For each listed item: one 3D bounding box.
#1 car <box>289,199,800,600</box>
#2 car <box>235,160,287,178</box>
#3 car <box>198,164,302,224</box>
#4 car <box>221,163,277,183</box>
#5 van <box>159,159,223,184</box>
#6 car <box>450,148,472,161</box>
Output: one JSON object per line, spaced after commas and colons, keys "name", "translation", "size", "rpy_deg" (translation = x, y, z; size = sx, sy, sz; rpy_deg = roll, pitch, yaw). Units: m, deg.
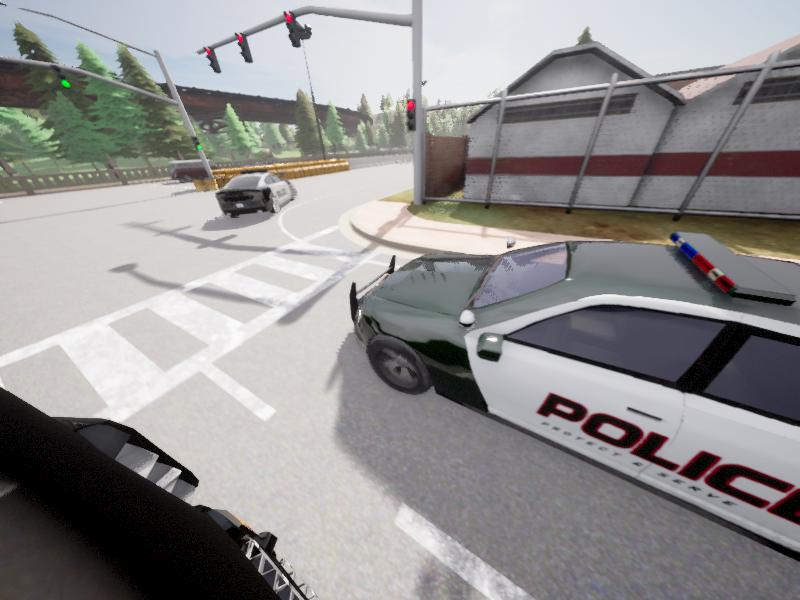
{"name": "car", "translation": [1.702, 0.252, 2.075], "size": [4.974, 1.542, 2.038], "rpy_deg": [16, 38, 27]}
{"name": "car", "translation": [-16.656, -15.977, 28.034], "size": [2.128, 1.511, 4.902], "rpy_deg": [15, 37, 25]}
{"name": "car", "translation": [-6.434, -5.188, 10.822], "size": [1.930, 1.638, 5.238], "rpy_deg": [-7, 34, -4]}
{"name": "car", "translation": [-15.409, -13.169, 23.823], "size": [1.994, 1.385, 4.181], "rpy_deg": [15, 37, 25]}
{"name": "van", "translation": [-22.512, -14.052, 25.146], "size": [1.775, 1.987, 4.442], "rpy_deg": [15, 37, 25]}
{"name": "car", "translation": [10.017, -23.880, 37.918], "size": [2.128, 1.511, 4.902], "rpy_deg": [15, 37, 25]}
